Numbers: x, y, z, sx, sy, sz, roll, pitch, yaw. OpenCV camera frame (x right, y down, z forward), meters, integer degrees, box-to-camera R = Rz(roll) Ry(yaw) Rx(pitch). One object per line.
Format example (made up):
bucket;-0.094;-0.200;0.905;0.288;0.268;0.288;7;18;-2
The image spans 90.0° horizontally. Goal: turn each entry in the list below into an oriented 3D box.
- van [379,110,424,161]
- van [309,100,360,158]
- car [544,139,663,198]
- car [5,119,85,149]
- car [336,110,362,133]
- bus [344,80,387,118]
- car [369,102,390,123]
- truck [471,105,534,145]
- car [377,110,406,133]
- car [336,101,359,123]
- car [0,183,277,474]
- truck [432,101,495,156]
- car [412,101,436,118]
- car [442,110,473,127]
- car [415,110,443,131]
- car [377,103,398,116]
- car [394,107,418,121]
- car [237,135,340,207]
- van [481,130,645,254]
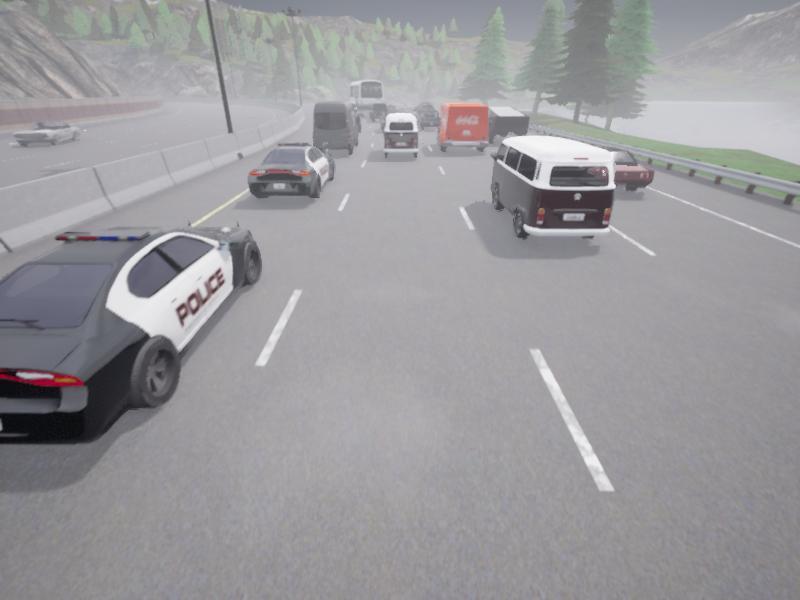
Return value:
van;0.032;-8.818;21.223;2.069;2.038;4.480;0;28;-1
van;-3.513;-9.873;22.689;1.988;2.561;5.915;0;28;-1
car;7.047;-4.912;14.549;1.895;1.301;4.718;0;28;0
car;-22.194;-10.557;25.290;1.895;1.301;4.718;-7;28;-14
car;-4.241;-15.186;33.963;2.007;1.525;4.514;-2;27;-5
bus;-4.869;-27.426;54.482;3.944;4.253;10.273;-6;28;-13
car;-2.349;-20.998;44.717;1.905;1.878;3.866;-4;28;-8
truck;6.801;-12.133;27.525;2.390;2.098;6.274;-1;28;-2
car;-0.775;-15.414;34.428;2.128;1.511;4.902;-2;28;-5
car;-5.897;-21.145;44.826;2.150;2.045;5.566;-4;28;-9
car;-3.479;-0.288;5.405;2.038;1.542;4.974;0;28;0
truck;3.461;-10.107;23.255;2.627;2.467;5.204;-1;28;-1
car;3.113;-24.956;52.335;1.932;1.855;4.605;-6;28;-11
car;5.613;-18.081;39.792;1.895;1.301;4.718;-3;28;-6
car;2.538;-16.325;36.223;1.816;1.474;4.193;-2;28;-5
car;-1.868;-27.427;57.439;2.007;1.525;4.514;-7;28;-13
car;0.653;-22.205;47.684;1.895;1.301;4.718;-5;28;-9
car;-3.457;-4.556;13.580;2.038;1.542;4.974;0;27;0
van;3.535;-2.915;9.911;2.069;2.038;4.480;0;28;0
